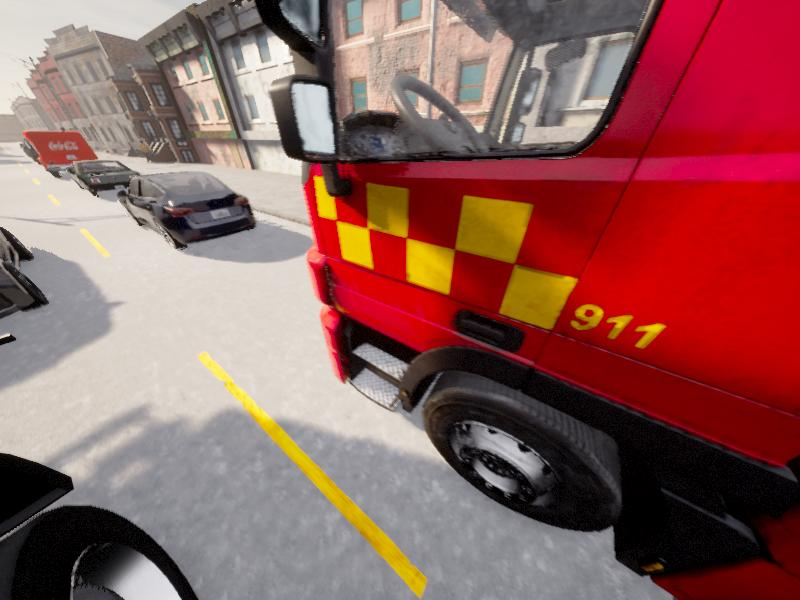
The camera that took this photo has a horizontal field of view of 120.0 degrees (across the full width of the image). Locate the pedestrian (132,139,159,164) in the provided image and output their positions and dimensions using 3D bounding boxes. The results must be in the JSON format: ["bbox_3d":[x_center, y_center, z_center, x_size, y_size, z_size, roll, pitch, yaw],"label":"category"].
[{"bbox_3d":[-23.488,-13.738,21.355,0.751,1.860,0.751,12,37,16],"label":"pedestrian"}]

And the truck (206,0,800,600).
[{"bbox_3d":[3.520,0.132,0.433,8.468,3.827,2.891,22,40,27],"label":"truck"}]

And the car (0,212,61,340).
[{"bbox_3d":[-7.593,-0.631,3.288,4.611,1.667,2.242,22,41,28],"label":"car"}]

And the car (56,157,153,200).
[{"bbox_3d":[-14.403,-6.052,11.245,4.718,1.301,1.895,22,41,28],"label":"car"}]

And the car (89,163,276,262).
[{"bbox_3d":[-6.070,-2.743,6.462,4.792,1.488,2.163,22,41,28],"label":"car"}]

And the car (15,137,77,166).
[{"bbox_3d":[-33.343,-14.051,21.779,5.566,2.045,2.150,22,41,28],"label":"car"}]

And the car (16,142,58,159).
[{"bbox_3d":[-43.173,-17.817,27.486,4.514,1.525,2.007,22,41,28],"label":"car"}]

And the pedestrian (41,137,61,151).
[{"bbox_3d":[-56.013,-24.999,37.051,0.751,1.860,0.751,-15,38,-21],"label":"pedestrian"}]

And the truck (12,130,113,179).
[{"bbox_3d":[-22.910,-9.997,15.749,5.204,2.467,2.627,22,41,28],"label":"truck"}]
